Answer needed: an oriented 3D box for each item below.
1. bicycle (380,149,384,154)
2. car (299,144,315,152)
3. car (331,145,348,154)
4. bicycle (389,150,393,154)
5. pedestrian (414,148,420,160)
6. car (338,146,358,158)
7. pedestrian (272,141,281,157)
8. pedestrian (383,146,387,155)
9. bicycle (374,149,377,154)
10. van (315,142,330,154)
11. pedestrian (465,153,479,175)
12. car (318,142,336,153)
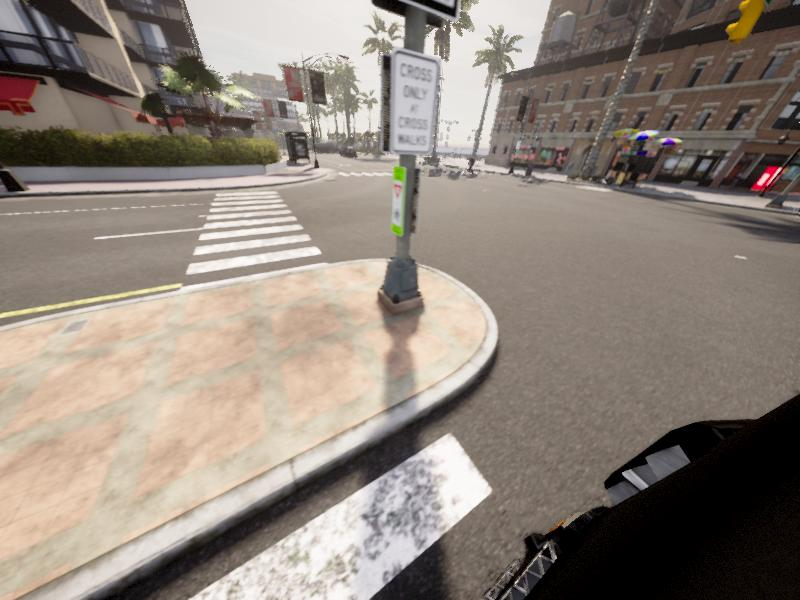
[{"bbox_3d":[-5.253,-42.853,66.637,0.373,1.024,1.643,-16,38,-26],"label":"bicycle"},{"bbox_3d":[-24.585,-40.241,61.100,4.181,1.385,1.994,30,42,34],"label":"car"},{"bbox_3d":[-14.421,-35.940,55.245,2.152,1.651,5.027,-18,39,-29],"label":"car"},{"bbox_3d":[-2.651,-43.603,67.970,0.373,1.024,1.643,-16,38,-26],"label":"bicycle"},{"bbox_3d":[3.134,-27.077,42.818,0.751,1.860,0.751,-21,41,-32],"label":"pedestrian"},{"bbox_3d":[-9.816,-27.880,43.482,2.242,1.667,4.611,-16,38,-26],"label":"car"},{"bbox_3d":[-16.928,-20.730,31.696,0.751,1.860,0.751,-14,37,-23],"label":"pedestrian"},{"bbox_3d":[-3.604,-35.508,54.931,0.751,1.860,0.751,-21,41,-32],"label":"pedestrian"},{"bbox_3d":[-6.987,-42.353,65.748,0.373,1.024,1.643,-16,38,-26],"label":"bicycle"},{"bbox_3d":[-18.419,-35.977,54.659,1.775,1.987,4.442,-20,40,-31],"label":"van"},{"bbox_3d":[7.488,-14.196,24.114,0.751,1.860,0.751,-15,38,-25],"label":"pedestrian"},{"bbox_3d":[-19.060,-39.804,60.301,2.150,2.045,5.566,-25,42,-35],"label":"car"}]
